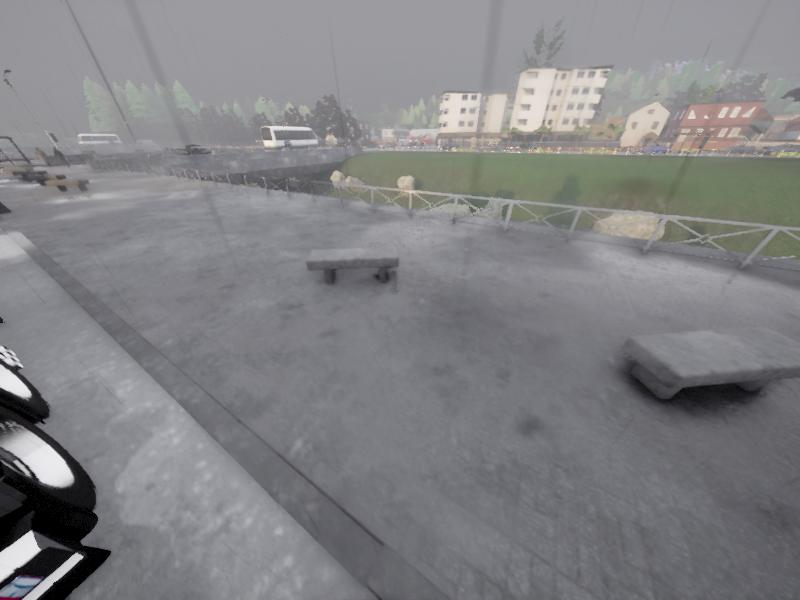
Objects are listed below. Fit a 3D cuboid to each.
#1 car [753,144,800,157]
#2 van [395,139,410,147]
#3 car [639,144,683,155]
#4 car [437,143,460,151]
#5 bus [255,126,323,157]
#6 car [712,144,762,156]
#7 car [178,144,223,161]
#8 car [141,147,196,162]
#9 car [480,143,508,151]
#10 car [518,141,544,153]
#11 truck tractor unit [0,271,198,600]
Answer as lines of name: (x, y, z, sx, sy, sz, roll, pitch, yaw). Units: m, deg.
car: (53.650, -20.690, 31.924, 4.792, 1.488, 2.163, 18, 39, 24)
van: (1.085, -54.462, 80.042, 2.351, 2.431, 6.366, 18, 39, 24)
car: (42.143, -24.435, 37.408, 4.193, 1.474, 1.816, 18, 39, 24)
car: (11.636, -36.931, 55.605, 4.892, 1.490, 1.837, 19, 39, 25)
bus: (-20.129, -29.678, 43.077, 3.944, 4.253, 10.273, 18, 40, 25)
car: (52.598, -23.631, 36.233, 3.806, 1.475, 1.970, 18, 39, 24)
car: (-27.829, -20.758, 32.396, 1.905, 1.878, 3.866, 17, 39, 24)
car: (-32.433, -20.580, 32.513, 2.128, 1.511, 4.902, 19, 39, 25)
car: (20.879, -33.958, 51.340, 5.357, 1.411, 2.033, 18, 39, 24)
car: (25.604, -29.981, 45.155, 3.866, 1.878, 1.905, 18, 39, 24)
truck tractor unit: (-5.123, -0.289, 0.756, 6.516, 4.208, 3.053, 18, 39, 23)
